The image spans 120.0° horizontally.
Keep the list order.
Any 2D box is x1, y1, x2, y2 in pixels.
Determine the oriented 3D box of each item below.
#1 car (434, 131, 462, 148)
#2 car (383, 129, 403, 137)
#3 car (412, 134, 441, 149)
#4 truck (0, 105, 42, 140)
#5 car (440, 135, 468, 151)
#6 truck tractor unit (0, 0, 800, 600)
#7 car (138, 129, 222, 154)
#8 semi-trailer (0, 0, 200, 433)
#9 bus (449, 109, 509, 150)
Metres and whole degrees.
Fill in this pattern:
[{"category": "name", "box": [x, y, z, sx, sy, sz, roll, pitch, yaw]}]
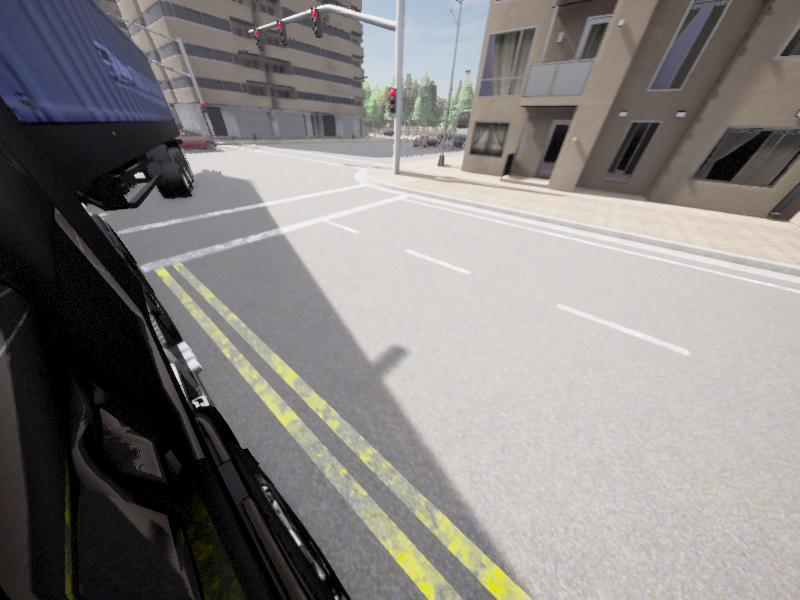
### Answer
[{"category": "car", "box": [7.263, -24.081, 34.569, 1.932, 1.855, 4.605, 26, 43, 28]}, {"category": "car", "box": [-1.681, -41.666, 57.708, 4.892, 1.490, 1.837, 26, 43, 29]}, {"category": "car", "box": [3.577, -21.164, 30.806, 1.970, 1.475, 3.806, 26, 43, 28]}, {"category": "truck", "box": [-36.737, -16.584, 21.548, 5.204, 2.467, 2.627, 27, 43, 29]}, {"category": "car", "box": [6.983, -20.292, 29.797, 1.845, 1.501, 3.633, 26, 43, 28]}, {"category": "truck tractor unit", "box": [-2.645, -0.295, 0.351, 6.516, 4.208, 3.053, 28, 44, 30]}, {"category": "car", "box": [-17.079, -12.504, 18.167, 1.994, 1.385, 4.181, 26, 43, 28]}, {"category": "semi-trailer", "box": [-7.411, -4.254, 5.176, 2.717, 4.402, 14.254, -21, 43, -27]}, {"category": "bus", "box": [11.835, -25.109, 34.225, 3.944, 4.253, 10.273, 26, 43, 28]}]
